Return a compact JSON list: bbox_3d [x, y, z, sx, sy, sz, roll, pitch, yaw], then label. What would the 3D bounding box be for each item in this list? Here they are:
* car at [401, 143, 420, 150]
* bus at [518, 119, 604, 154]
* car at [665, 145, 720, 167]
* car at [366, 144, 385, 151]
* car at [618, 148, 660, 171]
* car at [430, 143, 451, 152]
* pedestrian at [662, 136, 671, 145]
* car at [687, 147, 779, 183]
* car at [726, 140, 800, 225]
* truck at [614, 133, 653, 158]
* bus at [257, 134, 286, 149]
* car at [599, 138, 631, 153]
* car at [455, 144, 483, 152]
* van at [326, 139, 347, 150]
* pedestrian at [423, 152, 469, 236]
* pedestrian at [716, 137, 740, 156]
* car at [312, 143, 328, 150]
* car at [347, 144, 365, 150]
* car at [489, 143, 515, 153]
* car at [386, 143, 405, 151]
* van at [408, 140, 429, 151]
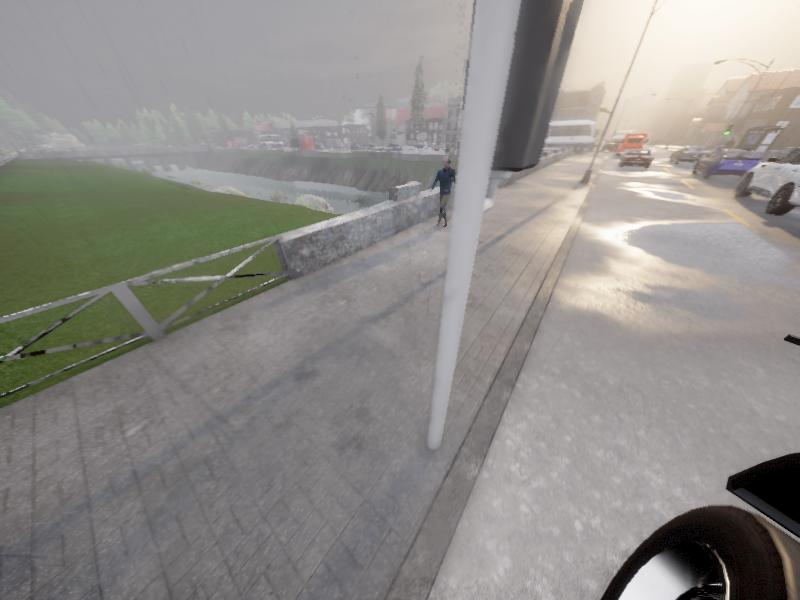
[{"bbox_3d":[2.598,-37.615,56.728,4.181,1.385,1.994,23,41,30],"label":"car"},{"bbox_3d":[25.599,-26.265,37.376,10.273,4.253,3.944,22,41,30],"label":"bus"},{"bbox_3d":[26.990,-13.527,21.556,2.033,1.411,5.357,23,41,30],"label":"car"},{"bbox_3d":[-6.216,-38.458,58.208,4.718,1.301,1.895,23,41,30],"label":"car"},{"bbox_3d":[20.179,-12.073,19.713,1.895,1.301,4.718,23,41,30],"label":"car"},{"bbox_3d":[8.469,-32.285,48.846,3.806,1.475,1.970,23,41,30],"label":"car"},{"bbox_3d":[67.424,-40.291,58.404,0.751,1.860,0.751,25,43,32],"label":"pedestrian"},{"bbox_3d":[20.385,-8.554,14.456,2.007,1.525,4.514,23,41,30],"label":"car"},{"bbox_3d":[14.288,-4.129,7.789,2.150,2.045,5.566,23,41,30],"label":"car"},{"bbox_3d":[30.325,-20.270,30.228,2.627,2.467,5.204,23,41,30],"label":"truck"},{"bbox_3d":[-45.978,-56.655,82.674,10.273,4.253,3.944,23,41,30],"label":"bus"},{"bbox_3d":[35.759,-25.738,38.449,3.866,1.878,1.905,-15,38,-19],"label":"car"},{"bbox_3d":[13.597,-30.033,45.651,4.718,1.301,1.895,23,41,30],"label":"car"},{"bbox_3d":[-18.035,-43.985,65.331,5.915,2.561,1.988,23,41,30],"label":"van"},{"bbox_3d":[1.161,-2.777,6.094,0.751,1.860,0.751,23,42,30],"label":"pedestrian"},{"bbox_3d":[38.983,-18.288,27.480,0.751,1.860,0.751,-16,38,-21],"label":"pedestrian"},{"bbox_3d":[-24.063,-46.200,69.411,4.611,1.667,2.242,23,42,30],"label":"car"},{"bbox_3d":[-11.757,-40.874,61.676,4.674,1.442,1.812,23,41,30],"label":"car"},{"bbox_3d":[18.651,-27.952,42.388,3.806,1.475,1.970,23,41,30],"label":"car"},{"bbox_3d":[-1.014,-36.319,54.859,4.193,1.474,1.816,23,41,30],"label":"car"},{"bbox_3d":[4.003,-34.394,51.531,4.442,1.987,1.775,23,41,30],"label":"van"}]
